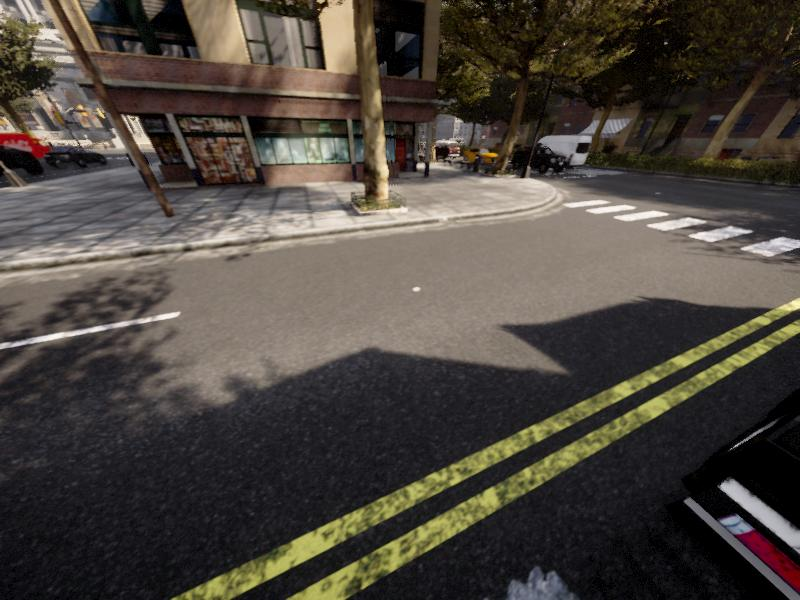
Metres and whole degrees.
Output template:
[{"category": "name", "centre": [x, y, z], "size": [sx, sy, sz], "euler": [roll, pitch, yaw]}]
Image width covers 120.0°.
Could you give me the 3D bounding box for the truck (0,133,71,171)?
[{"category": "truck", "centre": [-32.248, -12.478, 19.360], "size": [2.627, 2.467, 5.204], "euler": [-12, 37, -17]}]

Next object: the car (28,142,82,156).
[{"category": "car", "centre": [-49.108, -21.597, 33.035], "size": [1.789, 1.549, 3.705], "euler": [2, 35, 3]}]

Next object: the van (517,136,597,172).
[{"category": "van", "centre": [14.543, -14.072, 22.032], "size": [1.988, 2.561, 5.915], "euler": [-12, 37, -17]}]

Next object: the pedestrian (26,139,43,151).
[{"category": "pedestrian", "centre": [-67.548, -28.723, 42.742], "size": [0.751, 1.860, 0.751], "euler": [14, 37, 19]}]

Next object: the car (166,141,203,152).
[{"category": "car", "centre": [-40.202, -28.670, 43.137], "size": [4.611, 1.667, 2.242], "euler": [-27, 43, -33]}]

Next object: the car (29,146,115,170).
[{"category": "car", "centre": [-29.047, -12.888, 20.814], "size": [2.128, 1.511, 4.902], "euler": [-12, 37, -17]}]

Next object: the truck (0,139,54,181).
[{"category": "truck", "centre": [-26.059, -8.474, 14.018], "size": [2.390, 2.098, 6.274], "euler": [-12, 37, -17]}]

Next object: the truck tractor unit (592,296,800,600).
[{"category": "truck tractor unit", "centre": [5.236, -0.152, 0.577], "size": [6.516, 4.208, 3.053], "euler": [-13, 37, -18]}]

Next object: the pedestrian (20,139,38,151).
[{"category": "pedestrian", "centre": [-67.992, -28.474, 42.381], "size": [0.751, 1.860, 0.751], "euler": [-17, 39, -24]}]

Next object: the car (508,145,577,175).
[{"category": "car", "centre": [11.895, -12.127, 19.800], "size": [1.932, 1.855, 4.605], "euler": [-12, 37, -17]}]

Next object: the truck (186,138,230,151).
[{"category": "truck", "centre": [-39.614, -32.218, 47.840], "size": [6.274, 2.098, 2.390], "euler": [-12, 37, -16]}]

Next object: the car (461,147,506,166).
[{"category": "car", "centre": [9.149, -16.246, 25.963], "size": [1.882, 1.535, 5.008], "euler": [-12, 37, -17]}]

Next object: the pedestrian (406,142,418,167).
[{"category": "pedestrian", "centre": [1.012, -12.884, 20.486], "size": [0.751, 1.860, 0.751], "euler": [-12, 37, -17]}]
